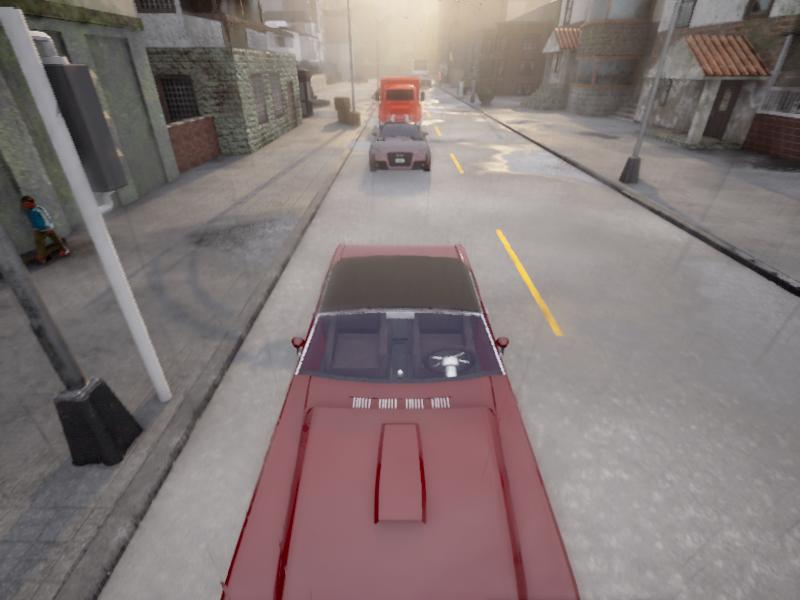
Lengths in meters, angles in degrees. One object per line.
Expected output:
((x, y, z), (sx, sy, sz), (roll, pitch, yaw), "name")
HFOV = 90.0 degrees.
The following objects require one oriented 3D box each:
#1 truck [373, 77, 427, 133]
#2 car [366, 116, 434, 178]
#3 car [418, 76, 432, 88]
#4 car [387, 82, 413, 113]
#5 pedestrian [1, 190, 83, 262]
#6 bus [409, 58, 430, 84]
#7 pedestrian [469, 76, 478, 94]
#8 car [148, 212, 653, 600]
((-0.003, -10.986, 22.323), (2.627, 2.467, 5.204), (0, 30, 0), "truck")
((0.000, -5.455, 13.954), (1.994, 1.385, 4.181), (0, 30, 0), "car")
((3.987, -34.965, 64.088), (1.930, 1.638, 5.238), (0, 31, 0), "car")
((-0.007, -15.597, 30.758), (1.905, 1.878, 3.866), (0, 30, 0), "car")
((-6.008, -1.243, 6.771), (0.500, 1.100, 0.500), (0, 30, 0), "pedestrian")
((3.862, -47.218, 82.426), (3.944, 4.253, 10.273), (0, 30, 0), "bus")
((8.669, -25.291, 47.094), (0.751, 1.860, 0.751), (0, 30, -1), "pedestrian")
((0.003, 0.538, 3.789), (1.895, 1.301, 4.718), (0, 30, 0), "car")
